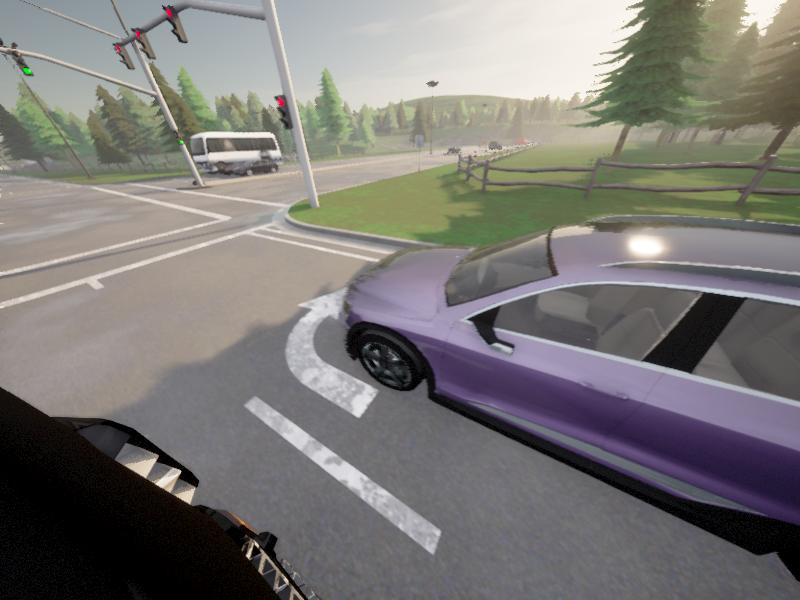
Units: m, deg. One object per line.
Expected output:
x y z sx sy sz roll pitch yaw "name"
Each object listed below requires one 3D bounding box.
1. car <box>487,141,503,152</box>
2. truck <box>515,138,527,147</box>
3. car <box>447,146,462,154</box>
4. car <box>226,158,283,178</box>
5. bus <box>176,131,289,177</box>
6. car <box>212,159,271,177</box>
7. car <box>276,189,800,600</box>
22.862 -36.956 55.503 2.150 2.045 5.566 17 38 26 "car"
43.675 -56.767 83.159 2.627 2.467 5.204 18 39 28 "truck"
12.458 -34.252 52.705 1.837 1.490 4.892 17 39 26 "car"
-15.827 -14.608 25.442 1.837 1.490 4.892 16 38 25 "car"
-20.527 -18.814 29.571 3.944 4.253 10.273 16 38 25 "bus"
-18.542 -15.763 27.447 2.033 1.411 5.357 16 38 25 "car"
1.625 0.189 2.020 4.856 1.649 2.033 16 38 26 "car"
